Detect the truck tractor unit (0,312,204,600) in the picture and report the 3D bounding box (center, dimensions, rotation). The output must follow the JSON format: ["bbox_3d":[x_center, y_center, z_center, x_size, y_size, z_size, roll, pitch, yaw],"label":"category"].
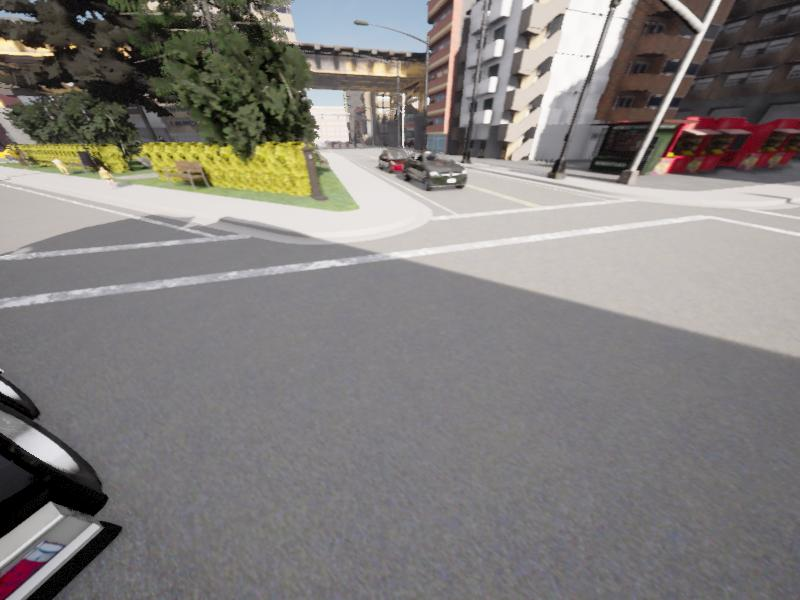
[{"bbox_3d":[-5.192,-0.210,0.656,6.516,4.208,3.053,15,38,20],"label":"truck tractor unit"}]

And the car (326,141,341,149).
[{"bbox_3d":[-17.147,-40.325,59.945,2.038,1.542,4.974,3,35,6],"label":"car"}]

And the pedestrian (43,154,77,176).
[{"bbox_3d":[-24.836,-9.846,16.893,0.751,1.300,0.751,19,40,25],"label":"pedestrian"}]

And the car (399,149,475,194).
[{"bbox_3d":[1.715,-7.362,12.935,2.152,1.651,5.027,-11,36,-14],"label":"car"}]

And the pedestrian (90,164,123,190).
[{"bbox_3d":[-15.105,-6.320,11.901,0.500,1.100,0.500,18,39,25],"label":"pedestrian"}]

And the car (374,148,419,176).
[{"bbox_3d":[-0.425,-11.093,18.375,2.163,1.488,4.792,-11,37,-14],"label":"car"}]
